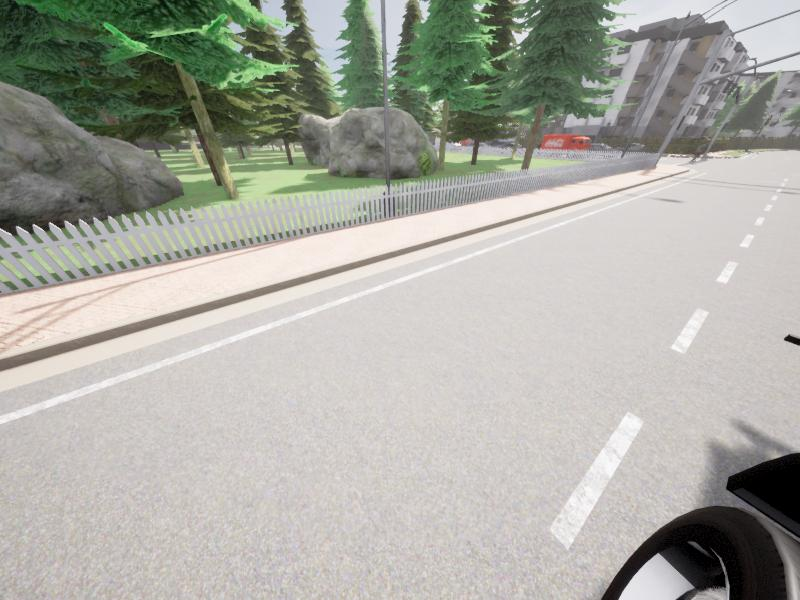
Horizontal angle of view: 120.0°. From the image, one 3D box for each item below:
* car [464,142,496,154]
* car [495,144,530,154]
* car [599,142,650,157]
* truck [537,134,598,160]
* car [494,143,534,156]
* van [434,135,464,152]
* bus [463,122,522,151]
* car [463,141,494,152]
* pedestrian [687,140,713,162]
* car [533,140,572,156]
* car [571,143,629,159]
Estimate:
[{"bbox_3d":[13.344,-25.729,39.042,1.837,1.490,4.892,-21,40,-26],"label":"car"},{"bbox_3d":[18.362,-24.911,38.022,1.895,1.301,4.718,-21,40,-26],"label":"car"},{"bbox_3d":[31.216,-21.034,32.240,2.007,1.525,4.514,-21,40,-26],"label":"car"},{"bbox_3d":[20.915,-19.423,29.200,2.627,2.467,5.204,-21,40,-26],"label":"truck"},{"bbox_3d":[16.913,-22.568,34.535,1.837,1.490,4.892,-21,40,-26],"label":"car"},{"bbox_3d":[9.175,-29.844,43.999,1.988,2.561,5.915,-21,40,-26],"label":"van"},{"bbox_3d":[18.498,-33.287,47.323,3.944,4.253,10.273,-21,39,-26],"label":"bus"},{"bbox_3d":[14.438,-28.520,42.883,2.152,1.651,5.027,-21,40,-26],"label":"car"},{"bbox_3d":[31.027,-15.403,23.920,0.751,1.860,0.751,-19,39,-24],"label":"pedestrian"},{"bbox_3d":[21.882,-22.033,33.399,1.905,1.878,3.866,-21,40,-26],"label":"car"},{"bbox_3d":[25.190,-18.952,29.337,2.128,1.511,4.902,-21,40,-26],"label":"car"}]
